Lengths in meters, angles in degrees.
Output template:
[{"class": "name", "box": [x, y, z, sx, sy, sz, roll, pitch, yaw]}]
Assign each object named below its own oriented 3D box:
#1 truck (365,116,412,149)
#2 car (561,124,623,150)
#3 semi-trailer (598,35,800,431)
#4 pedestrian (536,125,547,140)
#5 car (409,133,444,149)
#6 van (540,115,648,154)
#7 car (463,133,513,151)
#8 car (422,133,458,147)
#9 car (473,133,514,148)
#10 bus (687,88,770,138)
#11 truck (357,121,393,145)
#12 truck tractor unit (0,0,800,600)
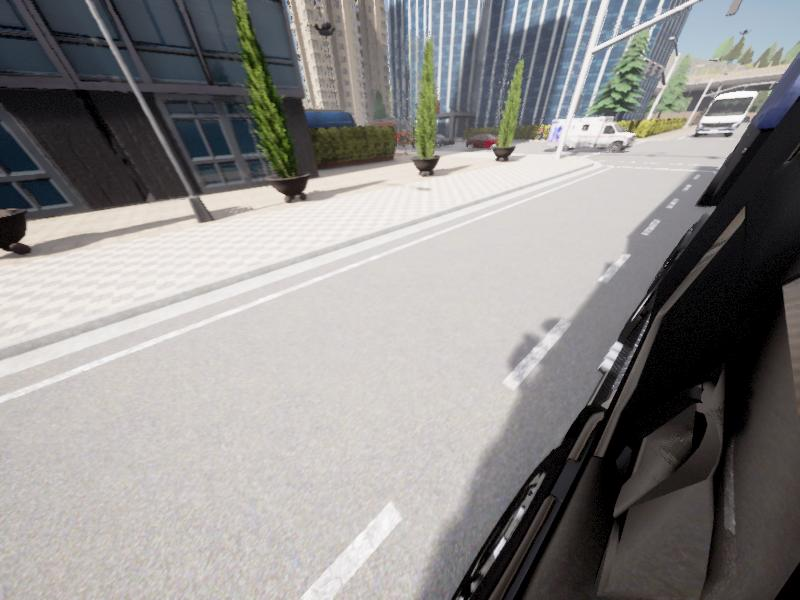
[{"class": "truck", "box": [-1.935, -27.028, 37.478, 2.891, 3.827, 8.468, -27, 43, -30]}, {"class": "car", "box": [18.527, -15.837, 22.465, 1.905, 1.878, 3.866, -28, 43, -30]}, {"class": "semi-trailer", "box": [8.700, -3.579, 4.261, 14.254, 4.402, 2.717, -28, 43, -30]}, {"class": "pedestrian", "box": [21.700, -25.719, 35.459, 0.751, 1.860, 0.751, -25, 42, -27]}, {"class": "car", "box": [3.660, -22.424, 32.642, 2.242, 1.667, 4.611, -28, 43, -30]}, {"class": "van", "box": [16.369, -14.287, 20.041, 2.351, 2.431, 6.366, -28, 43, -30]}, {"class": "car", "box": [9.955, -18.180, 26.540, 1.882, 1.535, 5.008, -28, 43, -30]}, {"class": "car", "box": [5.929, -24.101, 34.801, 1.930, 1.638, 5.238, -28, 43, -30]}, {"class": "car", "box": [11.744, -20.122, 29.211, 1.994, 1.385, 4.181, -28, 43, -30]}, {"class": "bus", "box": [41.071, -23.178, 28.959, 10.273, 4.253, 3.944, -28, 43, -30]}, {"class": "truck", "box": [-5.375, -35.678, 49.510, 2.891, 3.827, 8.468, -28, 43, -30]}, {"class": "truck tractor unit", "box": [2.645, -0.295, 0.351, 6.516, 4.208, 3.053, -28, 44, -30]}]
